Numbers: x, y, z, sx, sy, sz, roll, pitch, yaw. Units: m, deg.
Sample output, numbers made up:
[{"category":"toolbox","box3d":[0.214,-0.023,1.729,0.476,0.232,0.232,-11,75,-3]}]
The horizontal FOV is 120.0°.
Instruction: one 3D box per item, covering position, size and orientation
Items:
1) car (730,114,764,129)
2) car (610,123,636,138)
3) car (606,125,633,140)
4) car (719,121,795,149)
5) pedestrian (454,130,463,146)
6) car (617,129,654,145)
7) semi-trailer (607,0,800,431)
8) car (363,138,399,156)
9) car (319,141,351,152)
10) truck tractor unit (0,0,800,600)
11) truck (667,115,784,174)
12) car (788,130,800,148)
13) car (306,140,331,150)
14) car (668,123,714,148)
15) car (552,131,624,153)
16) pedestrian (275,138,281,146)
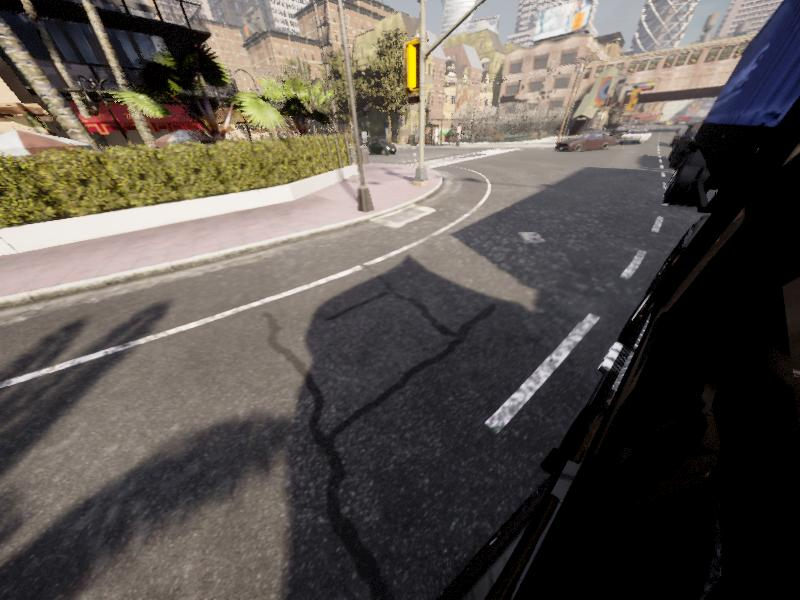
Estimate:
[{"category":"car","box3d":[68.906,-35.548,46.011,2.435,2.045,5.566,26,45,34]},{"category":"car","box3d":[36.871,-28.059,38.161,2.185,1.767,4.553,26,45,34]},{"category":"car","box3d":[32.698,-24.946,34.391,2.097,1.535,5.008,26,45,34]},{"category":"car","box3d":[28.663,-13.468,18.808,2.242,1.667,4.611,26,45,34]},{"category":"pedestrian","box3d":[8.577,-23.858,33.988,0.751,1.860,0.751,-25,41,-27]},{"category":"car","box3d":[26.384,-18.235,25.825,4.718,1.301,1.895,-29,44,-32]},{"category":"semi-trailer","box3d":[8.302,-3.815,4.626,2.717,4.402,14.254,29,46,36]},{"category":"car","box3d":[-2.260,-18.056,27.291,3.988,1.617,1.851,26,45,33]},{"category":"car","box3d":[-10.549,-24.744,37.219,5.357,1.411,2.033,26,45,33]},{"category":"truck tractor unit","box3d":[2.645,-0.295,0.351,6.516,4.208,3.053,-28,44,-30]},{"category":"truck","box3d":[16.729,-8.486,12.434,2.390,2.098,6.274,26,45,34]},{"category":"car","box3d":[30.696,-11.758,16.359,2.033,1.649,4.856,27,45,34]},{"category":"car","box3d":[-15.863,-30.103,44.864,4.792,1.488,2.163,26,45,34]},{"category":"car","box3d":[27.221,-15.550,21.789,1.930,1.638,5.238,26,45,34]},{"category":"car","box3d":[17.576,-14.865,21.726,5.357,1.411,2.033,-10,37,-10]},{"category":"pedestrian","box3d":[-36.823,-47.717,69.851,0.751,1.860,0.751,24,44,31]}]
